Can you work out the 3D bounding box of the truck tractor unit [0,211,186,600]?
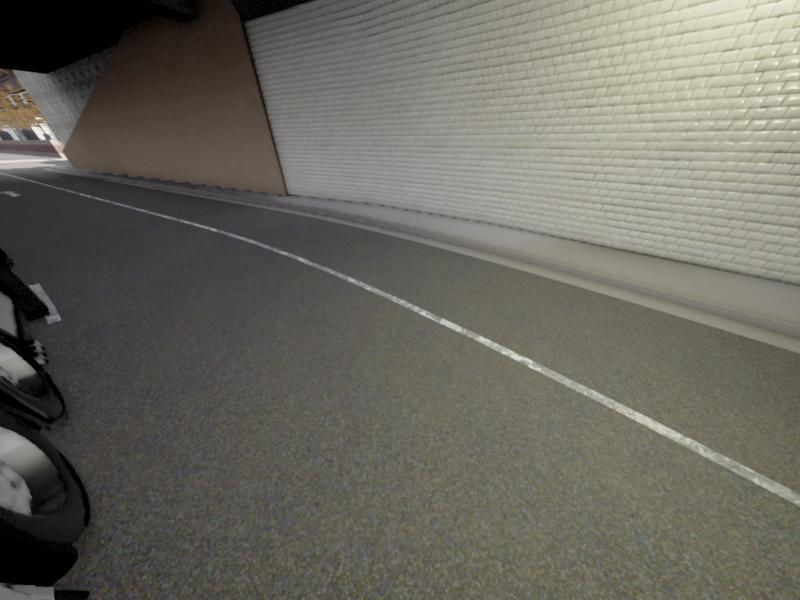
[{"bbox_3d":[-5.015,-0.388,0.897,6.516,4.208,3.053,22,41,28],"label":"truck tractor unit"}]
